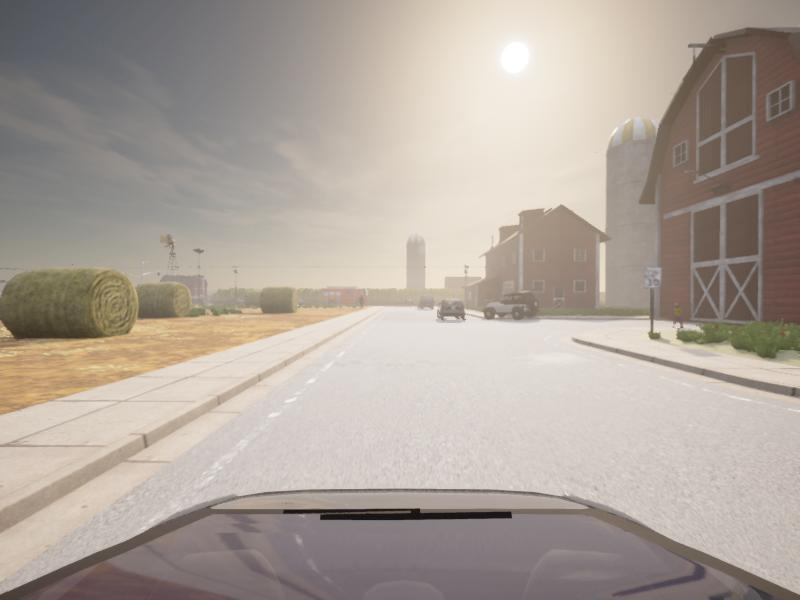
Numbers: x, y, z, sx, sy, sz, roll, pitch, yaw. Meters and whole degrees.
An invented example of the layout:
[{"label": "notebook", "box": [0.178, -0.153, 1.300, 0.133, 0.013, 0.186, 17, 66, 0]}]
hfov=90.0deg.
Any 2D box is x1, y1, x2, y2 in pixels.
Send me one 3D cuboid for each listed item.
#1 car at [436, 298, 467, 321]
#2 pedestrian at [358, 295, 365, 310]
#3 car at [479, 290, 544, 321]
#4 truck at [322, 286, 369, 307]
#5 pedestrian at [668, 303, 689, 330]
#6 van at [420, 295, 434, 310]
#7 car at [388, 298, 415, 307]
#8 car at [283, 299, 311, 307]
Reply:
[{"label": "car", "box": [3.683, 0.684, 29.281, 1.789, 1.549, 3.705, 0, 0, 1]}, {"label": "pedestrian", "box": [-4.758, 0.260, 49.633, 0.751, 1.860, 0.751, 0, 0, 5]}, {"label": "car", "box": [7.852, 0.385, 28.363, 1.905, 1.878, 3.866, -8, 4, -42]}, {"label": "truck", "box": [-10.308, -0.648, 76.473, 8.468, 3.827, 2.891, 0, 0, 1]}, {"label": "pedestrian", "box": [11.706, 0.675, 16.809, 0.500, 1.100, 0.500, 0, 0, -18]}, {"label": "van", "box": [3.874, 0.357, 57.701, 1.775, 1.987, 4.442, 0, 0, 0]}, {"label": "car", "box": [0.296, 0.461, 78.654, 5.238, 1.638, 1.930, 0, 0, 36]}, {"label": "car", "box": [-19.749, 0.501, 76.688, 4.792, 1.488, 2.163, 0, 0, 1]}]
